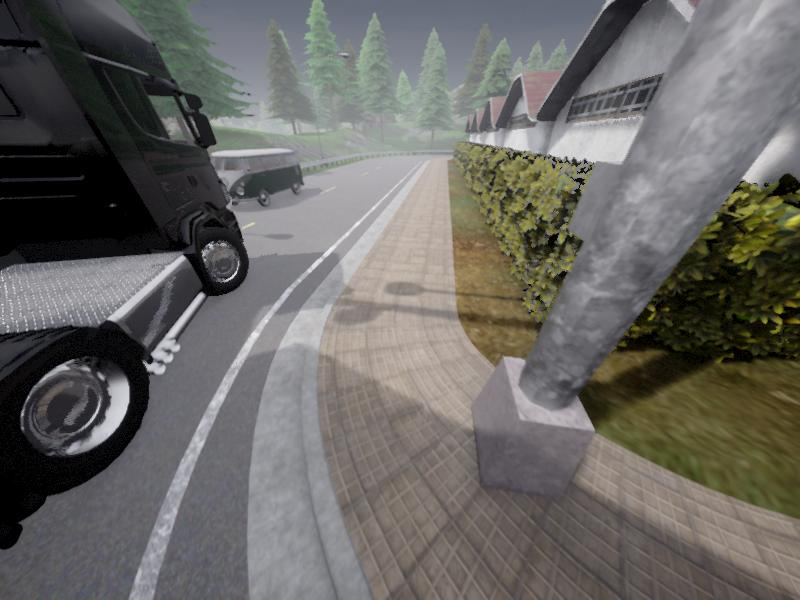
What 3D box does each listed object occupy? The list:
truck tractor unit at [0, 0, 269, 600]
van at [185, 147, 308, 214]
[{"bbox_3d":[-3.912,-0.801,1.558,3.053,4.208,6.516,-8,35,-12],"label":"truck tractor unit"},{"bbox_3d":[-6.188,-5.488,10.231,1.775,1.987,4.442,6,35,7],"label":"van"}]
